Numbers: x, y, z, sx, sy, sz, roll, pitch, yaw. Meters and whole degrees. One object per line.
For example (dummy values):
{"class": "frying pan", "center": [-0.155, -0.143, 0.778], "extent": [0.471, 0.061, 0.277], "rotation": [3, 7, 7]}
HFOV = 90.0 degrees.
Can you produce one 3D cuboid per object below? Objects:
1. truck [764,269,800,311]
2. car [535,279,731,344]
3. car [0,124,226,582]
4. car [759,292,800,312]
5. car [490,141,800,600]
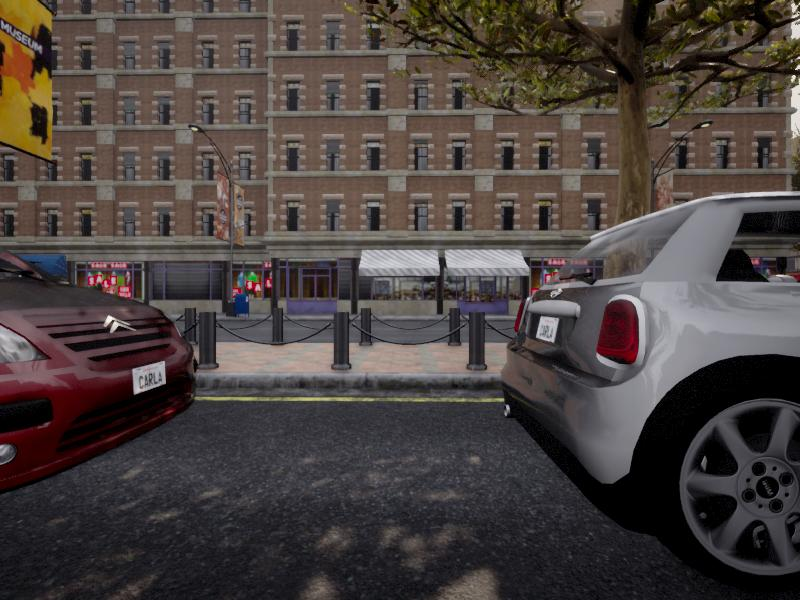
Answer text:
{"class": "truck", "center": [38.063, -0.920, 36.045], "extent": [2.891, 3.827, 8.468], "rotation": [0, 0, 1]}
{"class": "car", "center": [5.629, 0.253, 10.108], "extent": [3.806, 1.475, 1.970], "rotation": [0, 0, 1]}
{"class": "car", "center": [-3.390, 0.188, 2.287], "extent": [3.988, 1.617, 1.851], "rotation": [0, 0, 1]}
{"class": "car", "center": [34.548, 0.171, 34.748], "extent": [1.930, 1.638, 5.238], "rotation": [0, 0, 0]}
{"class": "car", "center": [2.600, 0.253, 2.173], "extent": [3.806, 1.475, 1.970], "rotation": [0, 0, 1]}
